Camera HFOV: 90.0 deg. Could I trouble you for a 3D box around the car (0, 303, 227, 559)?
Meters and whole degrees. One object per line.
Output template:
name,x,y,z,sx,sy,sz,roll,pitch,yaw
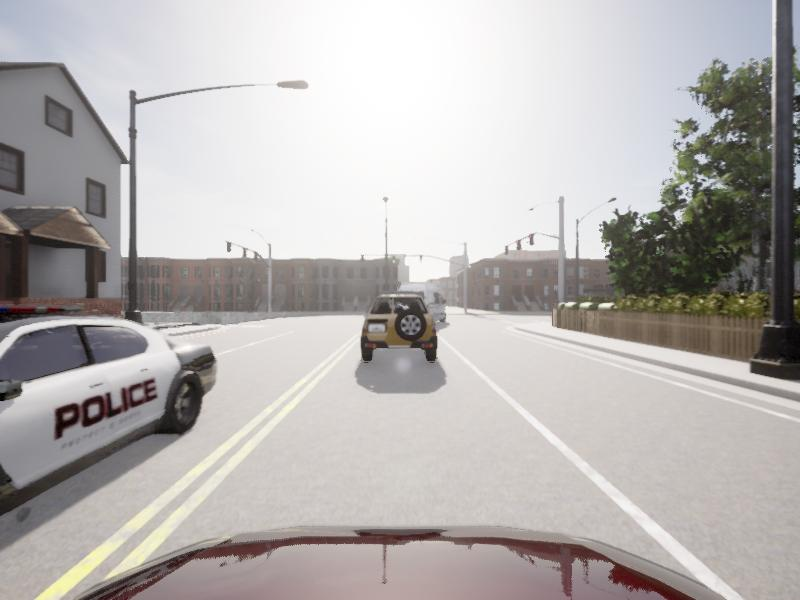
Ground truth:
car,-3.491,0.824,3.254,2.038,1.542,4.974,0,0,0

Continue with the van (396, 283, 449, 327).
van,1.631,0.311,26.484,1.988,2.561,5.915,-1,0,18

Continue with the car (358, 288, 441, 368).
car,-0.029,0.647,11.605,1.932,1.855,4.605,0,0,0
